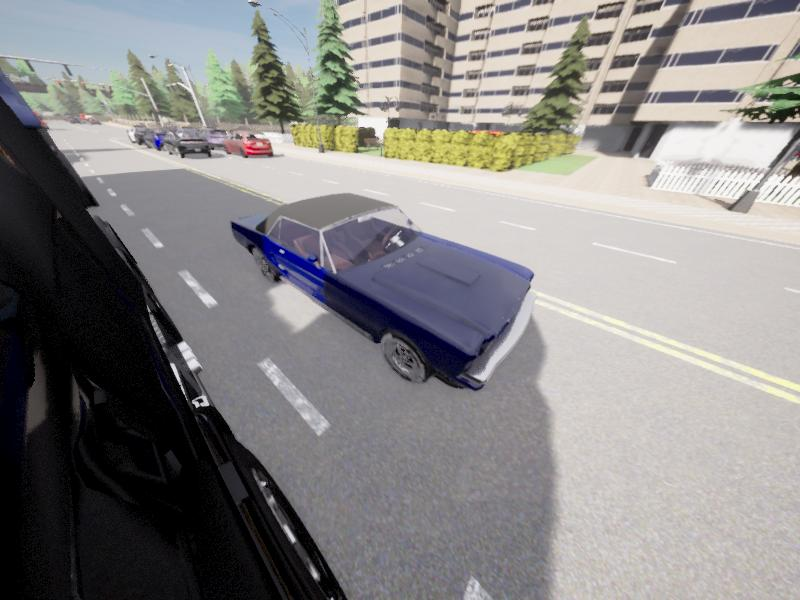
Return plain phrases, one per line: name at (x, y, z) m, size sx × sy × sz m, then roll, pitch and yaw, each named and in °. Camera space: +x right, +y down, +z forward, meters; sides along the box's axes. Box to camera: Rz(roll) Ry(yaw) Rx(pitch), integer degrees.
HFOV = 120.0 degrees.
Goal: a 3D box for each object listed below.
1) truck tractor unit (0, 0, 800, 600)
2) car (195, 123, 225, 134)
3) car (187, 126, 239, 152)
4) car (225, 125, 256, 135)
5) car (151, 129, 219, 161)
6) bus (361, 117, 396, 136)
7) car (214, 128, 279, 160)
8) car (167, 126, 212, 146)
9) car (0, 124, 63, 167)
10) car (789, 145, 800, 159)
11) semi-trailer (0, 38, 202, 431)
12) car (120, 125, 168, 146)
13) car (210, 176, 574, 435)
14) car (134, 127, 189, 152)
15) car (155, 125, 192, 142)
truck tractor unit at (-2.645, -0.295, 0.351) m, size 6.516 × 4.208 × 3.053 m, roll 28°, pitch 44°, yaw 30°
car at (-38.051, -34.332, 46.302) m, size 1.851 × 1.617 × 3.988 m, roll 29°, pitch 44°, yaw 31°
car at (-17.271, -14.904, 21.334) m, size 4.856 × 1.649 × 2.033 m, roll 27°, pitch 43°, yaw 30°
car at (-32.555, -34.766, 47.312) m, size 1.812 × 1.442 × 4.674 m, roll 28°, pitch 43°, yaw 30°
car at (-15.385, -11.168, 16.520) m, size 4.902 × 1.511 × 2.128 m, roll 27°, pitch 43°, yaw 30°
bus at (-6.138, -51.142, 68.332) m, size 3.944 × 4.253 × 10.273 m, roll 27°, pitch 43°, yaw 30°
car at (-11.844, -12.109, 17.838) m, size 4.611 × 1.667 × 2.242 m, roll 27°, pitch 43°, yaw 29°
car at (-22.636, -17.648, 24.810) m, size 4.974 × 1.542 × 2.038 m, roll 27°, pitch 43°, yaw 30°
car at (-20.858, -8.636, 12.724) m, size 5.238 × 1.638 × 1.930 m, roll 27°, pitch 43°, yaw 30°
car at (71.447, -24.809, 38.908) m, size 5.566 × 2.045 × 2.150 m, roll 27°, pitch 43°, yaw 29°
semi-trailer at (-8.770, -3.530, 4.196) m, size 14.254 × 4.402 × 2.717 m, roll 27°, pitch 43°, yaw 29°
car at (-25.682, -16.517, 23.130) m, size 4.974 × 1.542 × 2.038 m, roll 27°, pitch 43°, yaw 30°
car at (-0.578, -0.687, 3.432) m, size 4.718 × 1.301 × 1.895 m, roll 27°, pitch 43°, yaw 30°
car at (-20.298, -13.722, 19.672) m, size 4.514 × 1.525 × 2.007 m, roll 27°, pitch 43°, yaw 30°
car at (-27.404, -20.169, 27.940) m, size 4.514 × 1.525 × 2.007 m, roll 29°, pitch 44°, yaw 31°
